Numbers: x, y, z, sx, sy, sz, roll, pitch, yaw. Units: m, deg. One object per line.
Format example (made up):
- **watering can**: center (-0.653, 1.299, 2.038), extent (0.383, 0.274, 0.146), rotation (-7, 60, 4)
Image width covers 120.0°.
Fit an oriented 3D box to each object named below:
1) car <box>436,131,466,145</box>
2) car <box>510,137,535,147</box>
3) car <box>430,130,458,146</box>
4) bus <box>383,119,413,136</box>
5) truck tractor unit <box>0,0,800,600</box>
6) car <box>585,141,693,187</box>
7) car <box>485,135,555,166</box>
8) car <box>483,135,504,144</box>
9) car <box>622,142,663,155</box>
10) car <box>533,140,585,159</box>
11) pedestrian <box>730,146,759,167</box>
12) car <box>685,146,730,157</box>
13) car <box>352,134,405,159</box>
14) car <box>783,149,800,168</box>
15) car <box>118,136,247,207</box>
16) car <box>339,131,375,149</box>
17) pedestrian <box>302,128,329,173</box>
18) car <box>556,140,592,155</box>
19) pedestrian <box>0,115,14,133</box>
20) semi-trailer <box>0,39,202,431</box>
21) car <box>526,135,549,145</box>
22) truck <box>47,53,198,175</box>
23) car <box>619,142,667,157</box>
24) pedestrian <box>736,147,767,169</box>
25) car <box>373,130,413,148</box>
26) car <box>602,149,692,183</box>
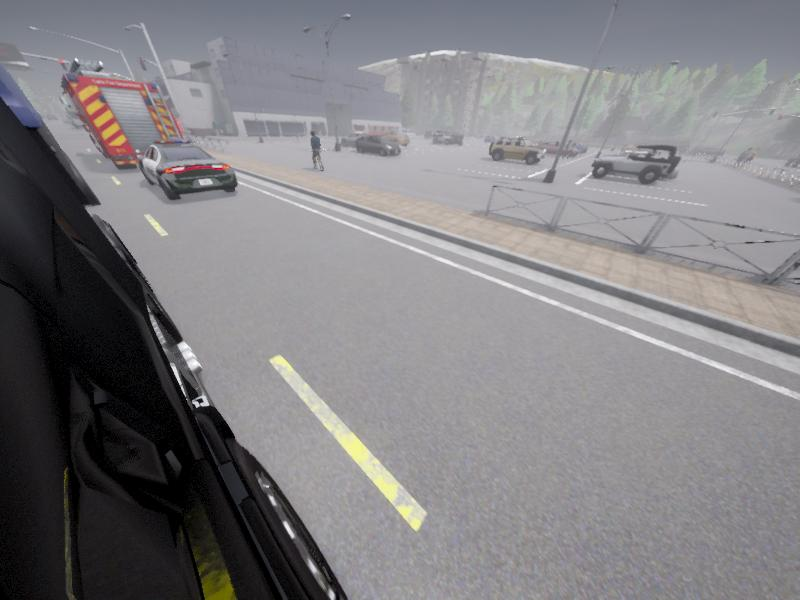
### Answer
- **car**: center (8.874, -28.462, 40.552), extent (4.605, 1.855, 1.932), rotation (28, 44, 30)
- **car**: center (24.743, -31.938, 46.616), extent (3.806, 1.475, 1.970), rotation (28, 44, 30)
- **car**: center (7.300, -27.039, 38.525), extent (3.866, 1.878, 1.905), rotation (28, 44, 30)
- **bus**: center (-0.792, -59.978, 80.390), extent (10.273, 4.253, 3.944), rotation (28, 44, 30)
- **truck tractor unit**: center (-2.645, -0.295, 0.351), extent (6.516, 4.208, 3.053), rotation (28, 44, 30)
- **car**: center (13.978, -8.242, 13.844), extent (3.866, 1.878, 1.905), rotation (28, 44, 30)
- **car**: center (10.140, -12.902, 19.866), extent (4.605, 1.855, 1.932), rotation (28, 44, 30)
- **car**: center (21.047, -36.304, 52.204), extent (3.633, 1.501, 1.845), rotation (28, 44, 30)
- **car**: center (40.818, -25.614, 39.066), extent (4.514, 1.523, 2.007), rotation (28, 44, 30)
- **car**: center (18.769, -17.891, 27.374), extent (4.514, 1.523, 2.007), rotation (28, 44, 30)
- **pedestrian**: center (37.254, -15.495, 25.020), extent (0.751, 1.860, 0.751), rotation (28, 44, 30)
- **car**: center (59.488, -28.856, 44.791), extent (2.163, 1.488, 4.792), rotation (-19, 42, -26)
- **car**: center (-1.978, -13.831, 20.716), extent (4.514, 1.523, 2.007), rotation (28, 44, 30)
- **car**: center (52.035, -17.968, 29.473), extent (1.905, 1.878, 3.866), rotation (29, 44, 31)
- **car**: center (-8.008, -4.920, 8.454), extent (4.974, 1.542, 2.038), rotation (29, 44, 30)
- **car**: center (-4.947, -18.387, 26.508), extent (3.806, 1.475, 1.970), rotation (28, 44, 30)
- **pedestrian**: center (-4.424, -7.836, 12.140), extent (0.751, 1.860, 0.751), rotation (30, 45, 31)
- **car**: center (25.295, -22.223, 33.579), extent (3.633, 1.501, 1.845), rotation (28, 44, 30)
- **pedestrian**: center (-41.692, -18.508, 24.000), extent (0.751, 1.860, 0.751), rotation (20, 40, 22)
- **semi-trailer**: center (-8.739, -3.569, 4.200), extent (14.254, 4.402, 2.717), rotation (28, 44, 29)
- **car**: center (36.079, -42.021, 60.625), extent (4.605, 1.855, 1.932), rotation (28, 44, 30)
- **truck**: center (-14.716, -9.523, 12.281), extent (8.468, 3.827, 2.891), rotation (29, 44, 30)
- **car**: center (38.819, -24.230, 37.084), extent (5.027, 1.636, 2.152), rotation (28, 44, 30)
- **pedestrian**: center (35.647, -14.409, 23.475), extent (0.751, 1.860, 0.751), rotation (28, 44, 29)
- **car**: center (-1.019, -21.387, 30.614), extent (5.027, 1.636, 2.152), rotation (28, 44, 30)
- **car**: center (16.592, -9.216, 15.773), extent (3.806, 1.475, 1.970), rotation (28, 44, 30)
